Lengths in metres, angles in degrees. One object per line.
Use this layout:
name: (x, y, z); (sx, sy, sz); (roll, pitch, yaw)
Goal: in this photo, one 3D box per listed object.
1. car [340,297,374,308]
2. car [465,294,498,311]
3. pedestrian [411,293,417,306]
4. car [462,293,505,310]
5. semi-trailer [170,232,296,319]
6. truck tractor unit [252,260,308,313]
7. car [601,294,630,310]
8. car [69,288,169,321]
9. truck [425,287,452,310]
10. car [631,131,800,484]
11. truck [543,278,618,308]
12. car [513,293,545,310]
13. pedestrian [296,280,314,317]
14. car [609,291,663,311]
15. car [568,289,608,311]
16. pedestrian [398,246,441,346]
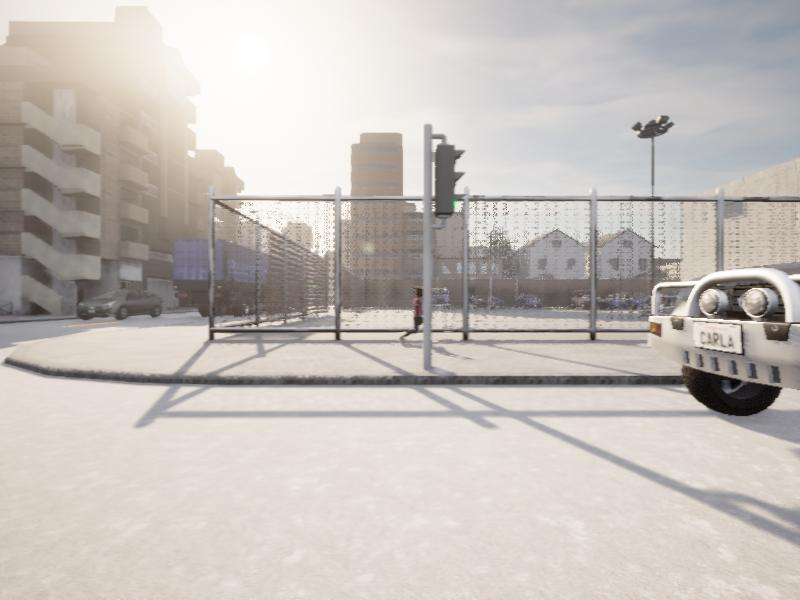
car: (-5.497, 0.304, 51.205); (4.181, 1.385, 1.994); (0, 0, -12)
car: (7.524, 0.219, 37.563); (2.033, 1.415, 5.357); (0, 0, 0)
pedestrian: (1.987, -0.077, 57.108); (0.751, 1.860, 0.751); (0, 0, -6)
car: (7.752, 0.147, 37.405); (3.705, 1.547, 1.789); (0, 0, 0)
semi-trailer: (-10.264, -1.223, 27.246); (2.717, 4.402, 14.254); (0, 0, 0)
truck tractor unit: (-10.328, -1.123, 35.161); (3.053, 4.208, 6.516); (0, 0, 0)
car: (19.490, 0.200, 36.262); (1.481, 1.379, 2.207); (0, 0, 0)
car: (-14.243, 0.223, 20.686); (2.007, 1.525, 4.514); (0, 0, -1)
truck: (3.562, -0.095, 37.702); (2.069, 2.038, 4.478); (0, 0, 0)
car: (4.402, 0.056, 2.664); (4.605, 1.855, 1.932); (0, 0, 0)
truck: (23.337, -0.915, 52.112); (8.468, 3.827, 2.891); (0, 0, 0)
car: (12.200, 0.158, 38.006); (1.845, 1.501, 3.633); (0, 0, 0)
pedestrian: (-4.925, -0.078, 20.694); (0.751, 1.860, 0.751); (0, 0, 0)
car: (21.616, 0.097, 36.887); (2.242, 1.667, 4.611); (0, 0, 0)
car: (17.323, -0.010, 37.112); (1.905, 1.878, 3.866); (0, 0, 0)
pedestrian: (0.361, -0.076, 7.803); (0.751, 1.860, 0.751); (0, 0, -3)
